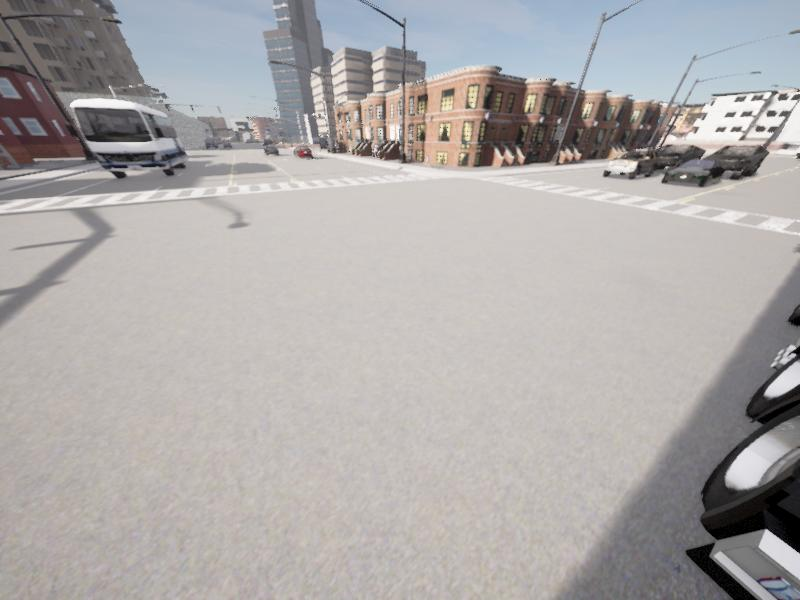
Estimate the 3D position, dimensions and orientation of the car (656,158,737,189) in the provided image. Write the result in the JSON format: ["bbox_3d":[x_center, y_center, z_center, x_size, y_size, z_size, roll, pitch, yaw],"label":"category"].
[{"bbox_3d":[19.191,-8.289,14.961,4.181,1.385,1.994,-18,39,-24],"label":"car"}]

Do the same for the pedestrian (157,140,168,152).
[{"bbox_3d":[-45.585,-29.561,44.362,0.751,1.860,0.751,-16,38,-22],"label":"pedestrian"}]

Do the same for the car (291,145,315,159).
[{"bbox_3d":[-14.069,-21.455,33.441,2.163,1.488,4.792,-17,39,-24],"label":"car"}]

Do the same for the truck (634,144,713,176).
[{"bbox_3d":[24.271,-12.538,20.492,6.274,2.098,2.390,-18,39,-24],"label":"truck"}]

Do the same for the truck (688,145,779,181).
[{"bbox_3d":[25.865,-10.748,17.935,6.274,2.098,2.390,-18,39,-24],"label":"truck"}]

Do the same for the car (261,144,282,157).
[{"bbox_3d":[-20.893,-24.368,37.532,2.128,1.511,4.902,-18,39,-25],"label":"car"}]

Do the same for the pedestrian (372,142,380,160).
[{"bbox_3d":[-2.920,-18.172,28.198,0.751,1.860,0.751,-17,38,-23],"label":"pedestrian"}]

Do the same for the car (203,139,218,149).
[{"bbox_3d":[-48.130,-39.684,58.808,2.150,2.045,5.566,-18,39,-24],"label":"car"}]

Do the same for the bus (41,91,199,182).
[{"bbox_3d":[-19.404,-12.173,17.598,3.944,4.253,10.273,-18,39,-24],"label":"bus"}]

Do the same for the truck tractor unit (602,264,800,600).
[{"bbox_3d":[5.115,-0.293,0.786,6.516,4.208,3.053,-18,39,-24],"label":"truck tractor unit"}]

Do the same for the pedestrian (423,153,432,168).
[{"bbox_3d":[2.511,-12.640,20.964,0.500,1.100,0.500,-26,43,-33],"label":"pedestrian"}]

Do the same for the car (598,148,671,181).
[{"bbox_3d":[17.617,-10.294,17.383,4.605,1.855,1.932,-18,39,-24],"label":"car"}]
